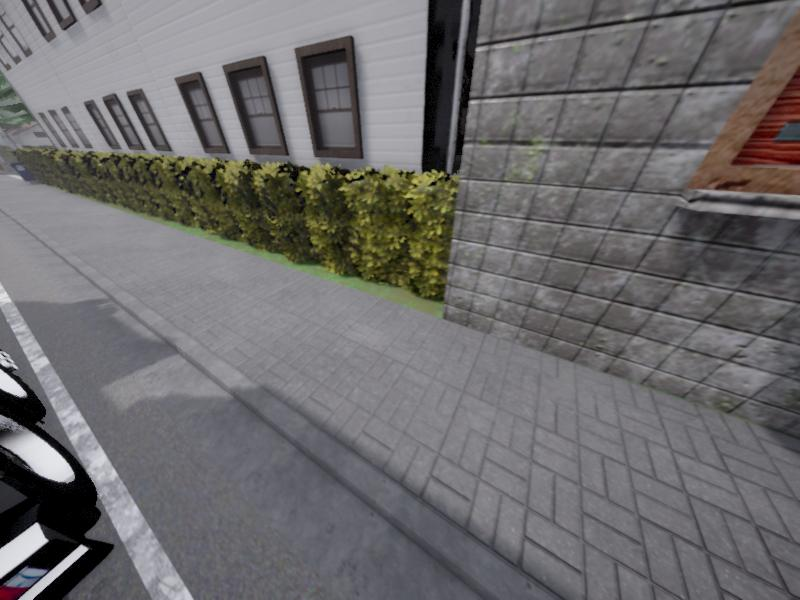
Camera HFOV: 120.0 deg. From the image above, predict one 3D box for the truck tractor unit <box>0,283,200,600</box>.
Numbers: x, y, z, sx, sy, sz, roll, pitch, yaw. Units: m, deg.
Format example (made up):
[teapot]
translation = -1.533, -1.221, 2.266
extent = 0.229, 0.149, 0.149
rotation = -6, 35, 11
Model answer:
[truck tractor unit]
translation = -5.143, -0.267, 0.734
extent = 6.516, 4.208, 3.053
rotation = 17, 38, 23
